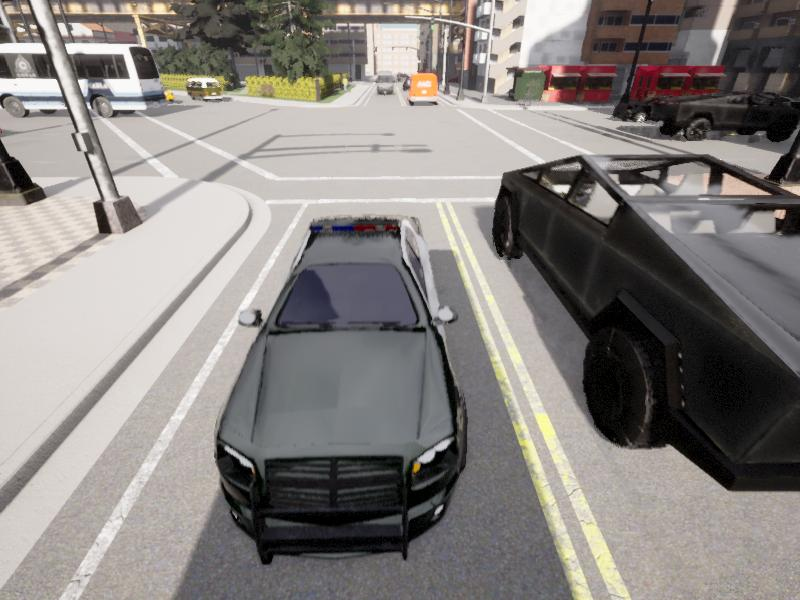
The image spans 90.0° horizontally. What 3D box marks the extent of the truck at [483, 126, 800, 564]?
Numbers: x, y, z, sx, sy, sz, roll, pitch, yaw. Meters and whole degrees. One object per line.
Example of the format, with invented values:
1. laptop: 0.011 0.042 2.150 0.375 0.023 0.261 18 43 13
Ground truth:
1. truck: 2.993 -0.642 5.028 2.390 2.098 6.274 -1 30 -1

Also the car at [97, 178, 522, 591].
1. car: -0.490 0.019 4.467 2.038 1.542 4.974 -1 30 -1

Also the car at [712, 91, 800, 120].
1. car: 26.186 -14.126 29.028 5.238 1.638 1.930 0 30 -2

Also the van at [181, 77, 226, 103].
1. van: -19.547 -20.914 39.782 4.480 2.038 2.069 26 39 36

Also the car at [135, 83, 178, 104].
1. car: -23.589 -19.987 38.643 1.801 1.575 5.366 -27 39 -37

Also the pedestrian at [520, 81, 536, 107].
1. pedestrian: 10.419 -16.782 32.657 0.751 1.860 0.751 -2 30 -4

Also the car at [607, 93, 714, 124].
1. car: 16.570 -12.305 25.678 5.238 1.638 1.930 0 30 -2

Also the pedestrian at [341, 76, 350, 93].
1. pedestrian: -6.724 -26.445 49.080 0.751 1.860 0.751 8 31 13

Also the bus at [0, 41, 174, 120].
1. bus: -21.815 -14.627 26.748 10.273 4.253 3.944 -1 30 -2

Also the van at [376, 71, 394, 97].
1. van: -1.780 -25.980 47.908 1.988 2.561 5.915 -1 30 -1

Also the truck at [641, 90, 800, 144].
1. truck: 15.821 -8.953 19.481 6.274 2.098 2.390 0 30 -2

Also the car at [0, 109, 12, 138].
1. car: -21.500 -8.373 18.460 4.553 1.767 2.097 -1 30 -1

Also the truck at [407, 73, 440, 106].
1. truck: 2.046 -19.570 37.064 2.627 2.467 5.204 -1 31 -1
